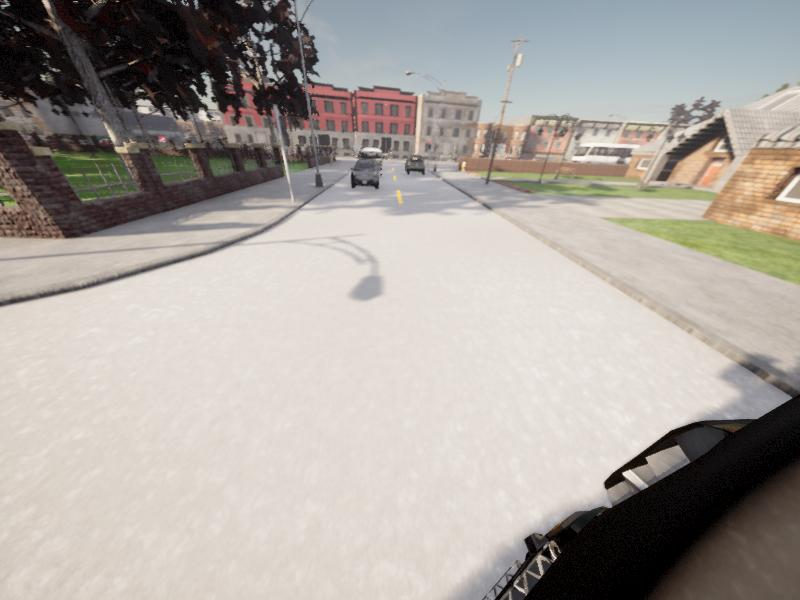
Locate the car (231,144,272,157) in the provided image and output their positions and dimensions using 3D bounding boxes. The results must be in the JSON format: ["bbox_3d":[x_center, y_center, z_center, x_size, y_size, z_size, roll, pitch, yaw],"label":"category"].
[{"bbox_3d":[-23.586,-23.794,36.854,4.892,1.490,1.837,0,34,-4],"label":"car"}]

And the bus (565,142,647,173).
[{"bbox_3d":[37.698,-26.386,42.724,10.273,4.253,3.944,1,34,-3],"label":"bus"}]

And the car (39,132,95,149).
[{"bbox_3d":[-50.660,-24.261,35.242,4.605,1.855,1.932,1,34,-3],"label":"car"}]

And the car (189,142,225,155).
[{"bbox_3d":[-30.306,-23.896,36.465,3.705,1.549,1.789,1,34,-3],"label":"car"}]

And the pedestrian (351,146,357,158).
[{"bbox_3d":[-8.962,-28.842,44.981,0.751,1.860,0.751,2,33,-1],"label":"pedestrian"}]

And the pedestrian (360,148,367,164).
[{"bbox_3d":[-5.163,-20.614,33.012,0.751,1.860,0.751,5,34,3],"label":"pedestrian"}]

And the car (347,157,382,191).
[{"bbox_3d":[-2.071,-7.961,14.458,1.845,1.501,3.633,1,34,-3],"label":"car"}]

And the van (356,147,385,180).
[{"bbox_3d":[-2.302,-11.606,19.486,2.069,2.038,4.480,1,34,-3],"label":"van"}]

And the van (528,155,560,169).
[{"bbox_3d":[26.669,-25.645,42.861,4.442,1.987,1.775,1,34,-3],"label":"van"}]

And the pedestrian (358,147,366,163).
[{"bbox_3d":[-5.271,-20.214,32.213,0.751,1.860,0.751,10,34,11],"label":"pedestrian"}]

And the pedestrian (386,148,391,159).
[{"bbox_3d":[-2.228,-28.248,44.573,0.751,1.860,0.751,-2,34,-8],"label":"pedestrian"}]

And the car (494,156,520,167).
[{"bbox_3d":[19.610,-25.533,42.592,3.633,1.501,1.845,1,34,-3],"label":"car"}]

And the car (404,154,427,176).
[{"bbox_3d":[1.508,-13.798,23.468,1.851,1.617,3.988,1,33,-3],"label":"car"}]

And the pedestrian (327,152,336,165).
[{"bbox_3d":[-7.932,-16.393,26.751,0.751,1.300,0.751,1,34,-3],"label":"pedestrian"}]

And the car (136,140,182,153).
[{"bbox_3d":[-37.486,-23.966,36.073,4.514,1.525,2.007,1,34,-3],"label":"car"}]

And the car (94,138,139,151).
[{"bbox_3d":[-43.701,-24.015,35.740,3.806,1.475,1.970,1,34,-3],"label":"car"}]

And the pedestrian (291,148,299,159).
[{"bbox_3d":[-15.669,-21.826,34.400,0.751,1.300,0.751,-8,35,-16],"label":"pedestrian"}]

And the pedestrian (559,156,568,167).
[{"bbox_3d":[34.533,-29.192,48.766,0.751,1.860,0.751,2,33,-1],"label":"pedestrian"}]

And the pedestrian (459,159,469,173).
[{"bbox_3d":[6.863,-14.364,24.745,0.751,1.300,0.751,9,34,9],"label":"pedestrian"}]
